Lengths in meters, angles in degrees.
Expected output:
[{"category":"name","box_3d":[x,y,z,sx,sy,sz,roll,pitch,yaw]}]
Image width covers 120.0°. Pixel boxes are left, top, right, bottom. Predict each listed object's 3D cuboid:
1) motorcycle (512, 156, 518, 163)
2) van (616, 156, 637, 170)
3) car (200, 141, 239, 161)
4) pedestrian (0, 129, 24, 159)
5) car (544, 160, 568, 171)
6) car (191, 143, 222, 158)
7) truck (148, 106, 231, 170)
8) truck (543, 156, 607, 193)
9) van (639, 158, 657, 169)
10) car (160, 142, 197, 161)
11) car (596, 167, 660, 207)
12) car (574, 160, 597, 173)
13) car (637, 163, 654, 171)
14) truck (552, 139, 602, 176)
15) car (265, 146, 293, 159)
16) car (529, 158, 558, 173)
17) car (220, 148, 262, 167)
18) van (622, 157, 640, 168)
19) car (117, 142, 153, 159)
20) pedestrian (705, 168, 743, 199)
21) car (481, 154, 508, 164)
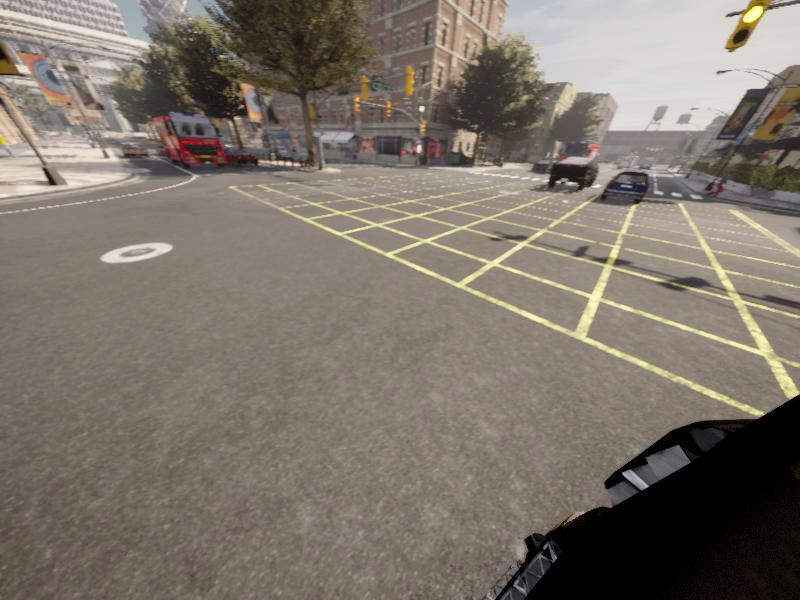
[{"category":"motorcycle","box_3d":[28.302,-34.788,57.041,0.764,1.277,2.356,1,32,15]},{"category":"van","box_3d":[50.961,-30.808,51.970,2.351,2.431,6.366,29,42,34]},{"category":"car","box_3d":[-20.665,-17.030,26.377,4.553,1.767,2.097,29,42,34]},{"category":"pedestrian","box_3d":[-29.264,-11.528,17.068,0.751,1.860,0.751,30,42,34]},{"category":"car","box_3d":[25.141,-21.695,37.196,1.812,1.442,4.674,29,42,34]},{"category":"car","box_3d":[-24.973,-19.305,29.758,3.806,1.475,1.970,29,42,34]},{"category":"truck","box_3d":[-18.440,-13.982,20.126,8.468,3.827,2.891,29,42,34]},{"category":"truck","box_3d":[13.791,-9.965,18.095,2.390,2.098,6.274,29,42,33]},{"category":"van","box_3d":[65.741,-36.205,61.213,2.351,2.431,6.366,29,42,34]},{"category":"car","box_3d":[-24.054,-16.121,25.039,3.806,1.475,1.970,29,42,34]},{"category":"car","box_3d":[14.239,-7.187,14.379,2.033,1.649,4.856,29,42,33]},{"category":"car","box_3d":[30.073,-21.663,37.399,1.801,1.575,5.366,29,42,34]},{"category":"car","box_3d":[54.040,-29.266,50.830,1.994,1.385,4.181,29,42,34]},{"category":"truck","box_3d":[24.060,-19.224,31.245,2.891,3.827,8.468,29,41,34]},{"category":"car","box_3d":[-17.399,-21.160,33.126,3.806,1.475,1.970,29,42,34]},{"category":"car","box_3d":[20.543,-19.216,32.938,1.930,1.638,5.238,28,41,33]},{"category":"car","box_3d":[-15.654,-14.013,22.671,4.718,1.301,1.895,29,42,34]},{"category":"van","box_3d":[63.136,-37.590,63.099,2.351,2.431,6.366,29,42,34]},{"category":"car","box_3d":[-28.458,-16.036,24.730,4.718,1.301,1.895,29,42,34]},{"category":"pedestrian","box_3d":[22.863,-8.238,16.358,0.751,1.860,0.751,-26,43,-36]},{"category":"car","box_3d":[20.931,-31.379,51.364,4.974,1.542,2.038,30,42,34]}]
